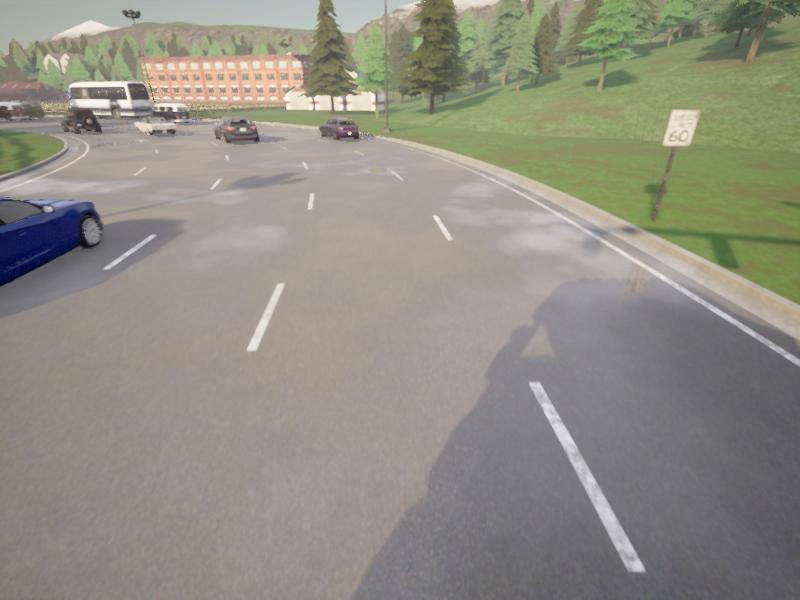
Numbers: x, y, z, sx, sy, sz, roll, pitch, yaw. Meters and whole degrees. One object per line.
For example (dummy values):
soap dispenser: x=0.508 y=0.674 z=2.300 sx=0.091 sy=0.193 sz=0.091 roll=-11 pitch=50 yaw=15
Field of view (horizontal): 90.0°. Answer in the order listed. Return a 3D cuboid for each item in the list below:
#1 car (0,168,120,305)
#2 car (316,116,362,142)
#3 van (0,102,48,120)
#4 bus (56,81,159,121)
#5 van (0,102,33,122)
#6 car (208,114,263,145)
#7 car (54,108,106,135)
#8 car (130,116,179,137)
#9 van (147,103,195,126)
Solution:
car: x=-7.455 y=-1.074 z=6.973 sx=1.882 sy=1.535 sz=5.008 roll=-2 pitch=27 yaw=-4
car: x=-4.569 y=-12.685 z=29.547 sx=1.816 sy=1.474 sz=4.193 roll=-15 pitch=31 yaw=-27
van: x=-47.543 y=-23.944 z=50.626 sx=4.442 sy=1.987 sz=1.775 roll=7 pitch=28 yaw=14
bus: x=-36.784 y=-25.159 z=50.546 sx=10.273 sy=4.253 sz=3.944 roll=7 pitch=28 yaw=14
van: x=-46.347 y=-22.142 z=47.089 sx=4.480 sy=2.038 sz=2.069 roll=7 pitch=28 yaw=14
car: x=-11.620 y=-12.077 z=28.127 sx=2.242 sy=1.667 sz=4.611 roll=-17 pitch=32 yaw=-30
car: x=-26.585 y=-14.851 z=33.200 sx=3.866 sy=1.878 sz=1.905 roll=19 pitch=32 yaw=32
car: x=-19.935 y=-14.103 z=32.428 sx=4.718 sy=1.301 sz=1.895 roll=24 pitch=36 yaw=39
van: x=-24.659 y=-20.043 z=43.107 sx=4.480 sy=2.038 sz=2.069 roll=15 pitch=30 yaw=27
